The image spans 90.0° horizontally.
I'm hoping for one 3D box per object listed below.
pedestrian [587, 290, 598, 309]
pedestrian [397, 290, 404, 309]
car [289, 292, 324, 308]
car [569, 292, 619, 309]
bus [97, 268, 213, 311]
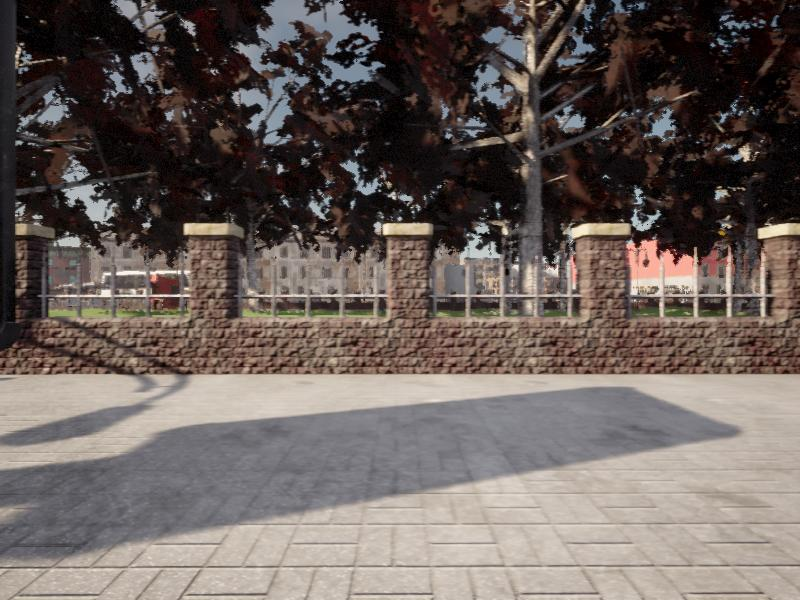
[{"bbox_3d":[18.763,-0.068,38.951,0.751,1.860,0.751,0,0,4],"label":"pedestrian"},{"bbox_3d":[0.037,-0.067,39.818,0.751,1.860,0.751,0,0,0],"label":"pedestrian"},{"bbox_3d":[-11.165,0.046,47.939,3.866,1.878,1.905,0,0,0],"label":"car"},{"bbox_3d":[21.331,0.051,44.103,4.605,1.855,1.932,0,0,0],"label":"car"},{"bbox_3d":[-26.637,-1.120,43.975,10.273,4.253,3.944,-1,0,0],"label":"bus"}]
